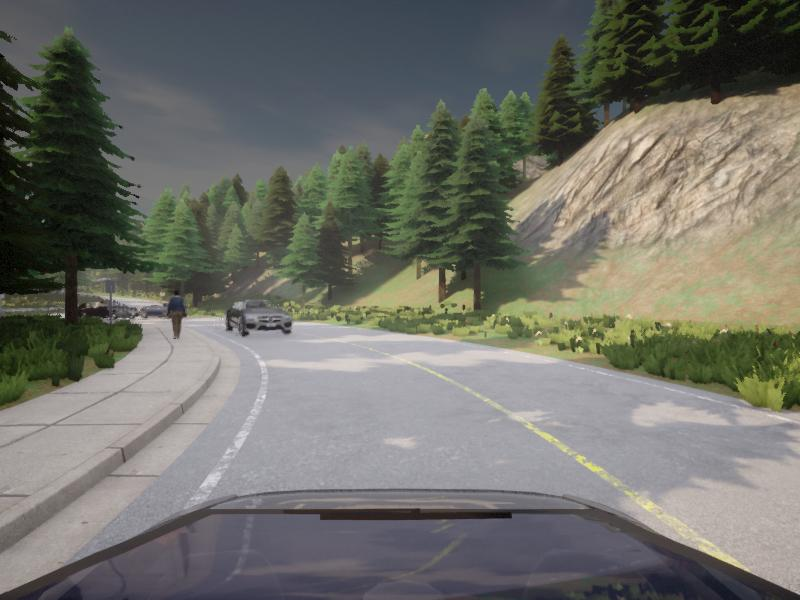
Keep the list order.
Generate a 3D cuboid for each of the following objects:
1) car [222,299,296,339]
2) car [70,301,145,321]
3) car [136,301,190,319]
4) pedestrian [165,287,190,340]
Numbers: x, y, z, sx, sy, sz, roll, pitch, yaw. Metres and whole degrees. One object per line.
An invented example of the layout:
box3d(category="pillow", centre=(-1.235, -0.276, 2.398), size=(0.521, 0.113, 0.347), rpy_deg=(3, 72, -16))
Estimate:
box3d(category="car", centre=(-6.862, 0.781, 19.078), size=(2.152, 1.651, 5.027), rpy_deg=(0, 0, -34))
box3d(category="car", centre=(-23.168, 0.835, 31.771), size=(4.902, 1.511, 2.128), rpy_deg=(0, 0, 13))
box3d(category="car", centre=(-20.444, 0.853, 34.525), size=(3.806, 1.475, 1.970), rpy_deg=(0, 0, 17))
box3d(category="pedestrian", centre=(-8.092, 0.485, 14.530), size=(0.751, 1.860, 0.751), rpy_deg=(0, 0, -33))
